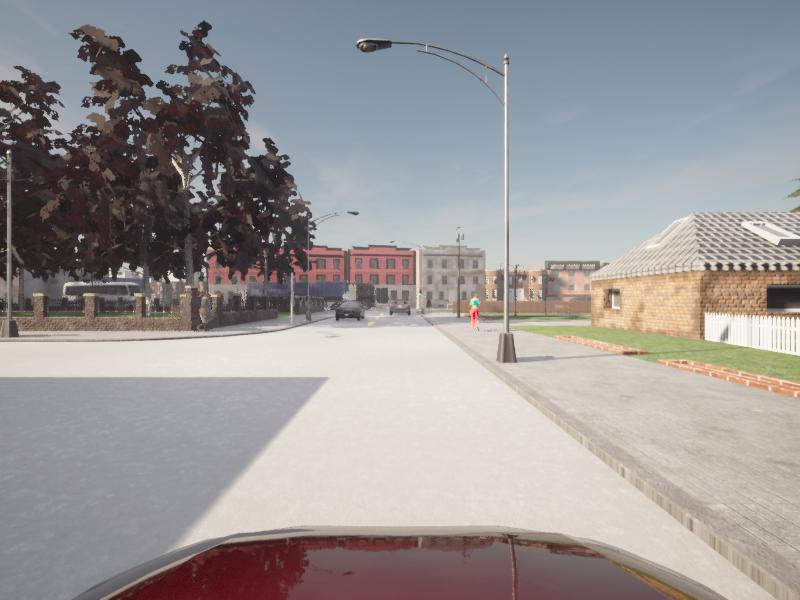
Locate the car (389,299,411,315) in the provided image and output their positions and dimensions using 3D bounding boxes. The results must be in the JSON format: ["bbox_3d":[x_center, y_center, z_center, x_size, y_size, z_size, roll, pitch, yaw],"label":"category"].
[{"bbox_3d":[0.031,0.753,44.269,2.242,1.667,4.611,0,0,1],"label":"car"}]

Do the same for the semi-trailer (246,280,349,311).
[{"bbox_3d":[-14.763,-0.618,58.378,14.254,4.402,2.717,0,0,0],"label":"semi-trailer"}]

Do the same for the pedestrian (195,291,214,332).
[{"bbox_3d":[-9.101,0.534,18.638,0.751,1.860,0.751,0,0,-24],"label":"pedestrian"}]

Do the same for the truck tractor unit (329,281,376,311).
[{"bbox_3d":[-6.850,-0.524,58.384,6.516,4.208,3.053,0,0,0],"label":"truck tractor unit"}]

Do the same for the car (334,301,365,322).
[{"bbox_3d":[-3.932,0.823,32.016,1.882,1.535,5.008,0,0,0],"label":"car"}]

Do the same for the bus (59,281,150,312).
[{"bbox_3d":[-42.964,-0.526,58.493,10.273,4.253,3.944,-1,0,0],"label":"bus"}]

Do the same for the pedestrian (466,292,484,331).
[{"bbox_3d":[3.637,0.533,19.422,0.751,1.860,0.751,0,0,1],"label":"pedestrian"}]
